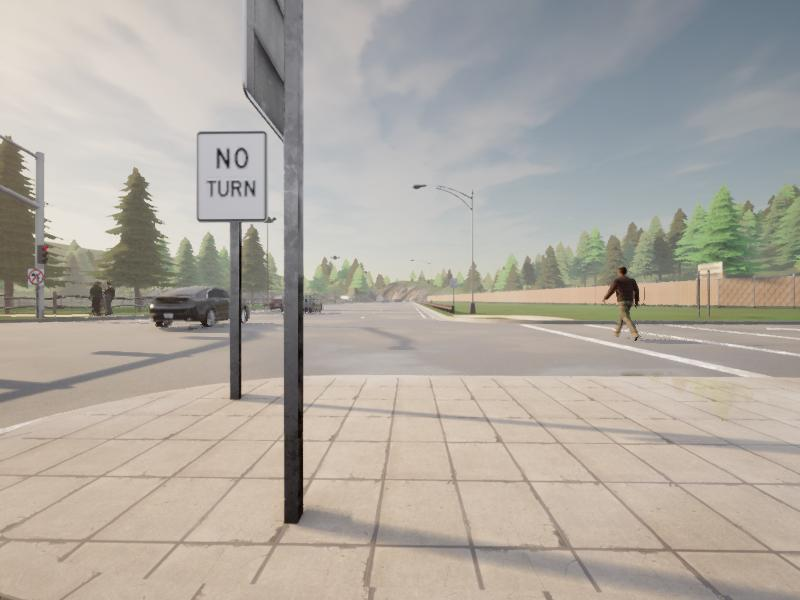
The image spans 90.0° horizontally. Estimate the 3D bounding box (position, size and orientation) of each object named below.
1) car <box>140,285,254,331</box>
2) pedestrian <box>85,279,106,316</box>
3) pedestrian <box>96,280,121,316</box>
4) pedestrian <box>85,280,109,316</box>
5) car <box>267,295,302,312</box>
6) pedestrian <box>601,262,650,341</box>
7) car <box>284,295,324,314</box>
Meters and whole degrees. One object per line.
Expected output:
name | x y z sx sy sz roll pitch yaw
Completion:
car | -7.521 0.246 15.497 1.837 1.490 4.892 0 0 1
pedestrian | -15.805 -0.115 20.757 0.751 1.860 0.751 0 0 -44
pedestrian | -15.331 -0.115 21.044 0.751 1.860 0.751 0 0 16
pedestrian | -16.180 -0.115 21.400 0.751 1.860 0.751 0 0 -6
car | -10.553 0.269 36.848 1.812 1.442 4.674 0 0 1
pedestrian | 5.529 0.037 9.851 0.751 1.860 0.751 0 0 -5
car | -7.194 0.308 30.353 1.994 1.385 4.181 0 0 1
